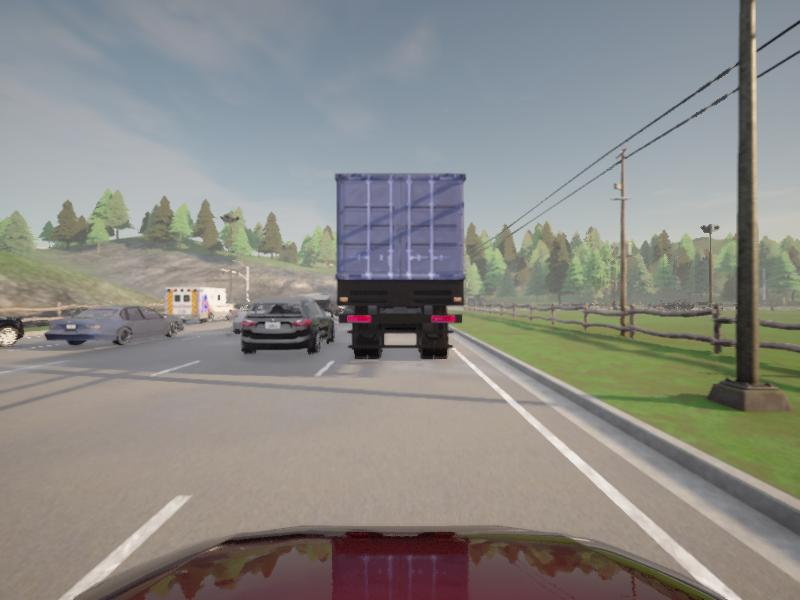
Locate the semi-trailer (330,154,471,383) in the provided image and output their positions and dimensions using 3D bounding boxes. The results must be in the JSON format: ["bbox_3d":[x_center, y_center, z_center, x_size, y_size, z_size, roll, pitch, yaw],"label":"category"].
[{"bbox_3d":[0.010,-0.608,14.844,2.717,4.402,14.254,0,0,0],"label":"semi-trailer"}]

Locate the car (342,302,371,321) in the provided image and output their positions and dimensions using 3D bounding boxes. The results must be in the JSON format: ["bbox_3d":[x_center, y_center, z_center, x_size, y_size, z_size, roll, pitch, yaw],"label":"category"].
[{"bbox_3d":[-3.503,0.873,33.064,1.837,1.490,4.892,0,0,0],"label":"car"}]

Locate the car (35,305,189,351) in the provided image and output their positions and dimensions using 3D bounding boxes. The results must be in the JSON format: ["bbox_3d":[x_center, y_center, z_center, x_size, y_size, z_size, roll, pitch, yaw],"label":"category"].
[{"bbox_3d":[-10.500,0.908,15.284,2.033,1.411,5.357,0,0,0],"label":"car"}]

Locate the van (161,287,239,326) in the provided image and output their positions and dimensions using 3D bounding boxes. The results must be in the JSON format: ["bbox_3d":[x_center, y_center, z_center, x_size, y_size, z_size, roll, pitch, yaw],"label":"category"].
[{"bbox_3d":[-14.002,0.403,28.588,2.351,2.431,6.366,0,0,0],"label":"van"}]

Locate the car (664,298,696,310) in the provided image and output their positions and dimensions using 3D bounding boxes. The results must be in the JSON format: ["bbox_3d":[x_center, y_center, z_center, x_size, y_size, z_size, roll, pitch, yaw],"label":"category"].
[{"bbox_3d":[45.256,0.703,64.802,3.866,1.878,1.905,0,0,1],"label":"car"}]

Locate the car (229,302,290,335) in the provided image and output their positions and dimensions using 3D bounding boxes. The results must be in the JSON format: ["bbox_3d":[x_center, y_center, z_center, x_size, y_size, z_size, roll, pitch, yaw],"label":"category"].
[{"bbox_3d":[-7.001,0.846,20.323,1.845,1.501,3.633,0,0,0],"label":"car"}]

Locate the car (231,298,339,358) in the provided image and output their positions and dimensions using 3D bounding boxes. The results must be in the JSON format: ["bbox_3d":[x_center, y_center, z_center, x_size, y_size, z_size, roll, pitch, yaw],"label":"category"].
[{"bbox_3d":[-3.502,0.768,13.260,2.242,1.667,4.611,0,0,0],"label":"car"}]

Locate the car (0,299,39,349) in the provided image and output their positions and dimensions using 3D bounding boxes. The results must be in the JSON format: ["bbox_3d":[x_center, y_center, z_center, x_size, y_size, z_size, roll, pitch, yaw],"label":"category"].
[{"bbox_3d":[-14.001,0.782,11.838,1.930,1.638,5.238,0,0,0],"label":"car"}]

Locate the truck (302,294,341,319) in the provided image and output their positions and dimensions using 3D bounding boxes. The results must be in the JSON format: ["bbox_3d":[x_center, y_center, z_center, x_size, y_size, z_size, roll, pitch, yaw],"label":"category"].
[{"bbox_3d":[-7.004,0.574,36.509,2.390,2.098,6.274,0,0,0],"label":"truck"}]

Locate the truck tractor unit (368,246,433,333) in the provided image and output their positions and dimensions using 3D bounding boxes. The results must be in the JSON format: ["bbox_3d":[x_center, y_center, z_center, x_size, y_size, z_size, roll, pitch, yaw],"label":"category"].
[{"bbox_3d":[0.023,-0.505,22.766,3.053,4.208,6.516,1,0,0],"label":"truck tractor unit"}]
